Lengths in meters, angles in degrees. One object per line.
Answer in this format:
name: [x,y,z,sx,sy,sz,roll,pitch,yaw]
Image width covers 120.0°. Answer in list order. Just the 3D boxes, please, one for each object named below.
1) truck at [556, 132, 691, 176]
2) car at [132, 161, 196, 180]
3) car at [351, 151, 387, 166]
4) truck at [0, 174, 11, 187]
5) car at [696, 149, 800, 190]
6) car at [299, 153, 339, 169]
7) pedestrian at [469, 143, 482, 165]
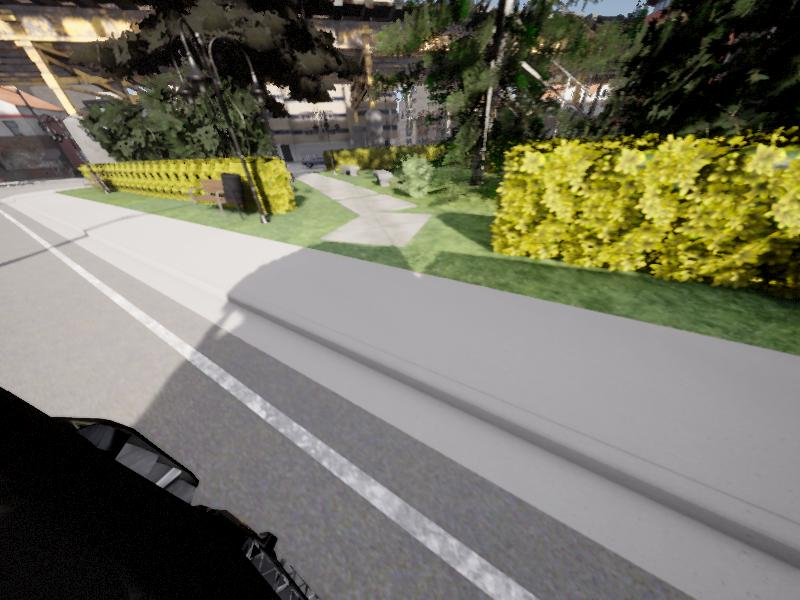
truck: [14.609,-10.135,16.000,2.390,2.098,6.274,-10,34,-10]
car: [-30.088,-16.675,29.683,5.238,1.638,1.930,-10,34,-11]
car: [-4.677,-21.195,34.525,4.974,1.542,2.038,-10,34,-11]
truck: [-53.306,-14.861,28.061,5.204,2.467,2.627,-10,34,-11]
car: [16.569,-5.518,9.681,1.895,1.301,4.718,-10,34,-10]
car: [-11.534,-19.988,33.182,5.027,1.651,2.152,-10,34,-11]
pedestrian: [7.586,-14.612,23.137,0.751,1.860,0.751,-8,34,-7]
